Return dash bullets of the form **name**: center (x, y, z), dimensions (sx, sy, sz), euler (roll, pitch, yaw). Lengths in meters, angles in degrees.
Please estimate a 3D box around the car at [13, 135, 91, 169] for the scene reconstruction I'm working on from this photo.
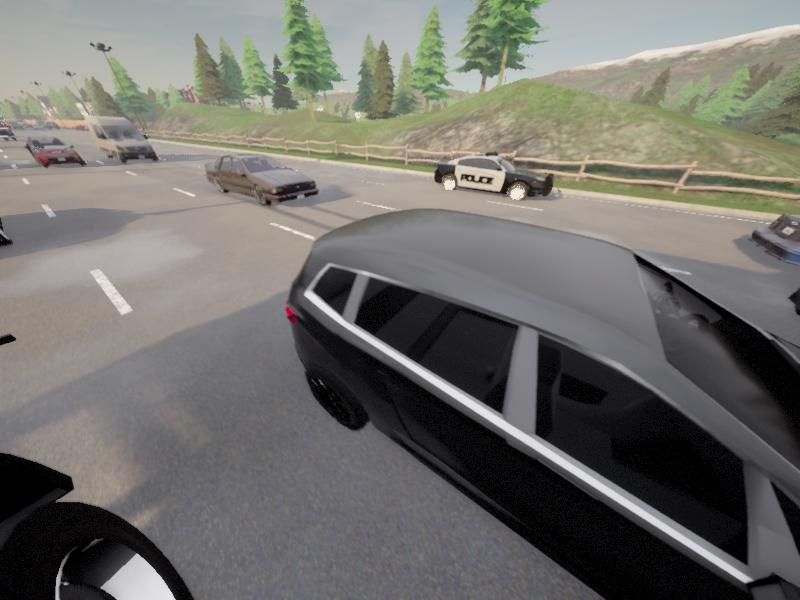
- **car**: center (-20.886, -8.961, 13.884), dimensions (3.633, 1.501, 1.845), euler (23, 41, 27)

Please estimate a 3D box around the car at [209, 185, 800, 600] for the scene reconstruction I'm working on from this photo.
- **car**: center (1.211, 0.474, 1.777), dimensions (4.611, 1.667, 2.242), euler (23, 41, 27)

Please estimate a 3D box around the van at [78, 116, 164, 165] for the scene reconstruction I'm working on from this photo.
- **van**: center (-20.007, -11.503, 16.552), dimensions (5.915, 2.561, 1.988), euler (23, 41, 27)

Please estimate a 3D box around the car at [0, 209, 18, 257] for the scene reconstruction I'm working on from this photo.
- **car**: center (-10.179, -1.789, 4.640), dimensions (4.181, 1.385, 1.994), euler (23, 41, 27)

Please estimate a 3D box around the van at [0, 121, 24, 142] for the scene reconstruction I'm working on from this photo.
- **van**: center (-50.132, -20.896, 28.560), dimensions (4.480, 2.038, 2.069), euler (15, 38, 17)

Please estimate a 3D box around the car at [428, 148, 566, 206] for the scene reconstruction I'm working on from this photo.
- **car**: center (4.136, -5.784, 10.520), dimensions (5.238, 1.638, 1.930), euler (23, 41, 27)

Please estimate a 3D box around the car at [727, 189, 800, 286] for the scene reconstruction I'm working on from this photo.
- **car**: center (10.276, -0.537, 3.792), dimensions (5.357, 1.411, 2.033), euler (23, 41, 27)

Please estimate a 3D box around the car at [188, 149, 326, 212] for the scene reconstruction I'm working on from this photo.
- **car**: center (-5.630, -4.860, 9.034), dimensions (5.357, 1.411, 2.033), euler (23, 41, 27)

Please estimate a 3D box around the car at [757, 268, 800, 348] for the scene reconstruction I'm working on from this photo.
- **car**: center (7.076, 0.542, 2.058), dimensions (3.633, 1.501, 1.845), euler (23, 41, 27)
